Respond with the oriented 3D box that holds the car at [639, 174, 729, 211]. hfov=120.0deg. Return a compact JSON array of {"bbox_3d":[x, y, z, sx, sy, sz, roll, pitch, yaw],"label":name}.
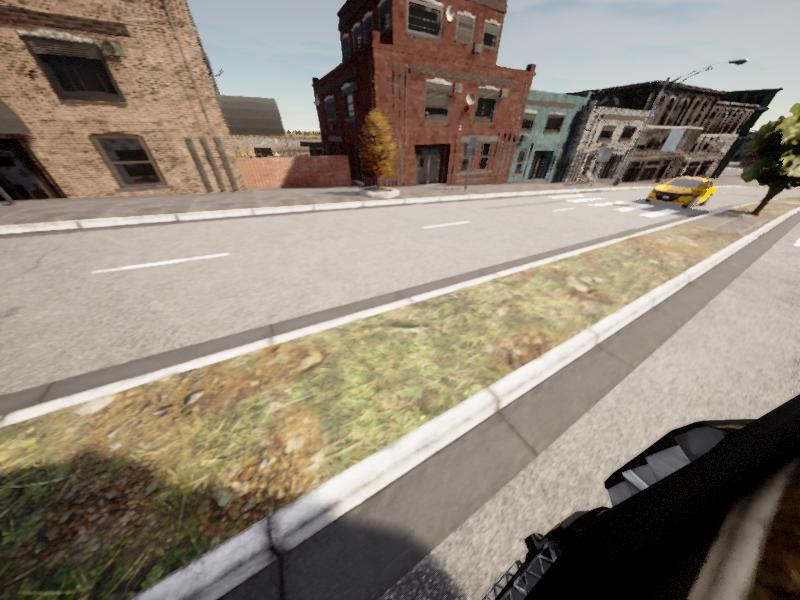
[{"bbox_3d":[16.885,-6.476,13.734,5.008,1.535,1.882,-15,38,-26],"label":"car"}]
